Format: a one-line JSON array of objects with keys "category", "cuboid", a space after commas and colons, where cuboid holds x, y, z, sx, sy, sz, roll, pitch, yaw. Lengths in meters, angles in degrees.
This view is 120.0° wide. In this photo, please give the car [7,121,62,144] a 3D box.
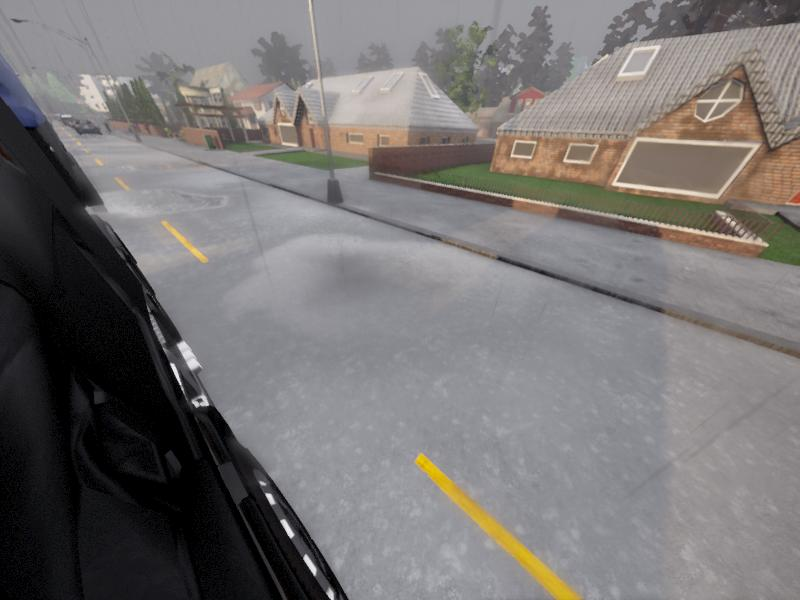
[{"category": "car", "cuboid": [-33.012, -15.242, 20.976, 4.514, 1.525, 2.007, 28, 44, 30]}]

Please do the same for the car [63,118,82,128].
[{"category": "car", "cuboid": [-69.819, -37.779, 49.250, 4.193, 1.474, 1.816, 28, 44, 30]}]

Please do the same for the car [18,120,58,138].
[{"category": "car", "cuboid": [-40.321, -19.083, 25.772, 4.193, 1.474, 1.816, 28, 44, 30]}]

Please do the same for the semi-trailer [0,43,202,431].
[{"category": "semi-trailer", "cuboid": [-8.701, -3.588, 4.248, 14.254, 4.402, 2.717, 28, 44, 30]}]

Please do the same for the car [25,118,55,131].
[{"category": "car", "cuboid": [-55.717, -27.240, 35.820, 5.008, 1.535, 1.882, 28, 43, 30]}]

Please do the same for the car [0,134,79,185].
[{"category": "car", "cuboid": [-15.668, -6.013, 9.680, 4.181, 1.385, 1.994, 28, 44, 30]}]

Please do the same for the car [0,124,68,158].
[{"category": "car", "cuboid": [-23.836, -10.395, 14.974, 4.514, 1.525, 2.007, 28, 44, 30]}]

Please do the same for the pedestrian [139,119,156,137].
[{"category": "pedestrian", "cuboid": [-33.730, -22.984, 30.854, 0.751, 1.860, 0.751, 26, 43, 29]}]

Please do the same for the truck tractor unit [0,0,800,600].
[{"category": "truck tractor unit", "cuboid": [-2.645, -0.295, 0.351, 6.516, 4.208, 3.053, 28, 44, 30]}]

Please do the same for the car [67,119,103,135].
[{"category": "car", "cuboid": [-44.131, -24.288, 32.394, 4.611, 1.667, 2.242, 28, 44, 30]}]
